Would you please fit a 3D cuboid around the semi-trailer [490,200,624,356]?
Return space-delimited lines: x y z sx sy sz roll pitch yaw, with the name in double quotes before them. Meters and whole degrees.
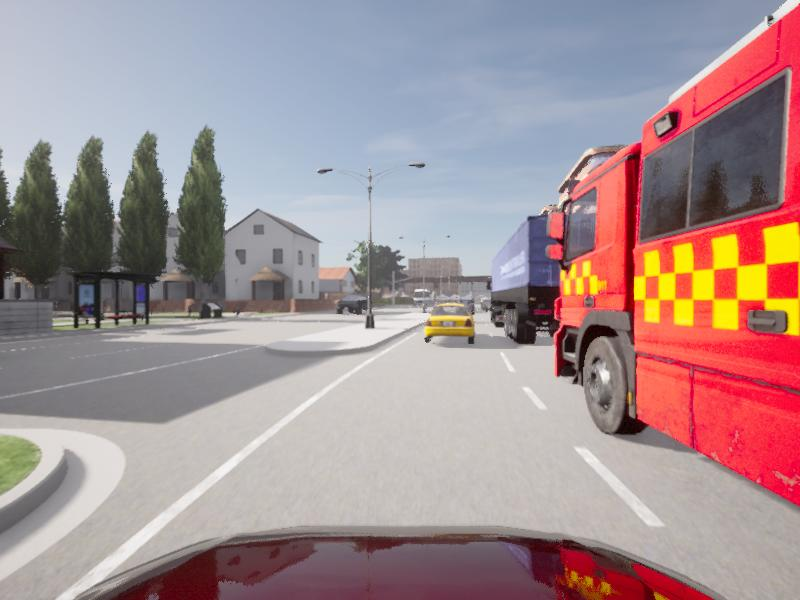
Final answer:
"semi-trailer" 6.075 -0.623 18.559 2.717 4.402 14.254 0 0 9

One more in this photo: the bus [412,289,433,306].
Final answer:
"bus" 5.872 -0.574 102.325 3.944 4.253 10.273 0 0 10

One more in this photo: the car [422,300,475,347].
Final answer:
"car" 2.078 0.796 16.274 1.801 1.575 5.366 0 0 10

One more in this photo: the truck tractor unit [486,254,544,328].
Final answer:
"truck tractor unit" 7.336 -0.530 26.372 3.053 4.208 6.516 0 0 11

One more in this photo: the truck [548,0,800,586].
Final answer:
"truck" 3.673 -0.321 2.199 2.891 3.827 8.468 0 0 2

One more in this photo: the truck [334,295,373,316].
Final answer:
"truck" -4.855 0.526 43.080 2.390 2.098 6.274 0 0 10

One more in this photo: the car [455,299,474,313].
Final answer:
"car" 7.997 0.740 49.608 2.242 1.667 4.611 0 0 10
